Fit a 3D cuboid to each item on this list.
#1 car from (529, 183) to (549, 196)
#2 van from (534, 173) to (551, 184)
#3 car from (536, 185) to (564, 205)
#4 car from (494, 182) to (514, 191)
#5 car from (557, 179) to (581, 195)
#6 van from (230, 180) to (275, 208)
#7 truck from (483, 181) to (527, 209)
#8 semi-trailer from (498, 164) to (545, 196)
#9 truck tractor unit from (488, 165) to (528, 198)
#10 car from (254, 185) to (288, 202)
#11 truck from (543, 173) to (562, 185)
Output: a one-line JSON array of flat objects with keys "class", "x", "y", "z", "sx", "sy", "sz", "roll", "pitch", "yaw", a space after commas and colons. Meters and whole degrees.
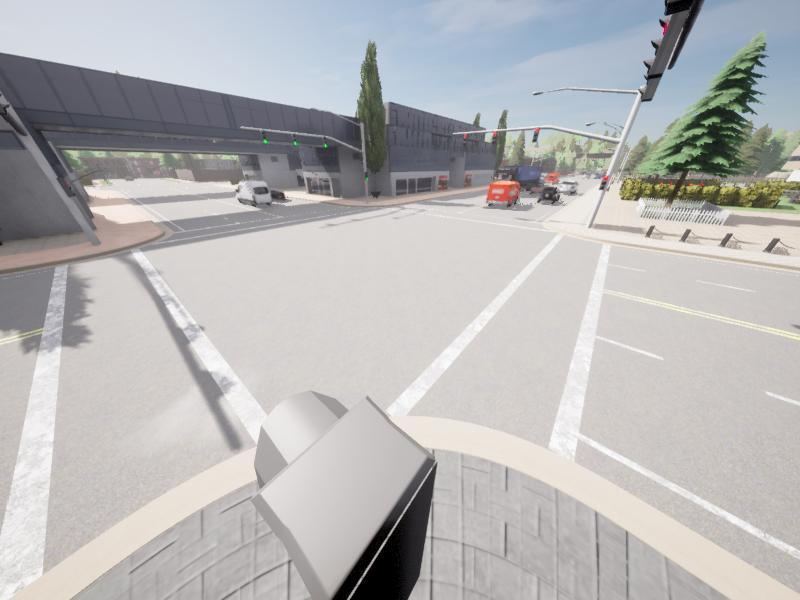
[{"class": "car", "x": 22.957, "y": -18.261, "z": 38.107, "sx": 1.845, "sy": 1.501, "sz": 3.633, "roll": 23, "pitch": 37, "yaw": 34}, {"class": "van", "x": 40.099, "y": -34.302, "z": 64.991, "sx": 2.351, "sy": 2.431, "sz": 6.366, "roll": 23, "pitch": 37, "yaw": 34}, {"class": "car", "x": 18.892, "y": -13.277, "z": 29.111, "sx": 1.905, "sy": 1.878, "sz": 3.866, "roll": 23, "pitch": 37, "yaw": 34}, {"class": "car", "x": 20.222, "y": -22.008, "z": 44.756, "sx": 1.994, "sy": 1.385, "sz": 4.181, "roll": 23, "pitch": 37, "yaw": 34}, {"class": "car", "x": 28.817, "y": -19.252, "z": 39.310, "sx": 2.150, "sy": 2.045, "sz": 5.566, "roll": 23, "pitch": 37, "yaw": 34}, {"class": "van", "x": -17.523, "y": -12.649, "z": 27.376, "sx": 5.915, "sy": 2.561, "sz": 1.988, "roll": 23, "pitch": 37, "yaw": 34}, {"class": "truck", "x": 12.195, "y": -12.259, "z": 26.768, "sx": 2.627, "sy": 2.467, "sz": 5.204, "roll": 23, "pitch": 37, "yaw": 34}, {"class": "semi-trailer", "x": 21.832, "y": -21.571, "z": 40.952, "sx": 2.717, "sy": 4.402, "sz": 14.254, "roll": 23, "pitch": 37, "yaw": 34}, {"class": "truck tractor unit", "x": 16.750, "y": -18.461, "z": 35.749, "sx": 3.053, "sy": 4.208, "sz": 6.516, "roll": 23, "pitch": 37, "yaw": 34}, {"class": "car", "x": -17.787, "y": -14.663, "z": 31.761, "sx": 5.238, "sy": 1.638, "sz": 1.930, "roll": 23, "pitch": 37, "yaw": 34}, {"class": "truck", "x": 39.238, "y": -31.084, "z": 59.374, "sx": 2.627, "sy": 2.467, "sz": 5.204, "roll": 23, "pitch": 37, "yaw": 34}]
